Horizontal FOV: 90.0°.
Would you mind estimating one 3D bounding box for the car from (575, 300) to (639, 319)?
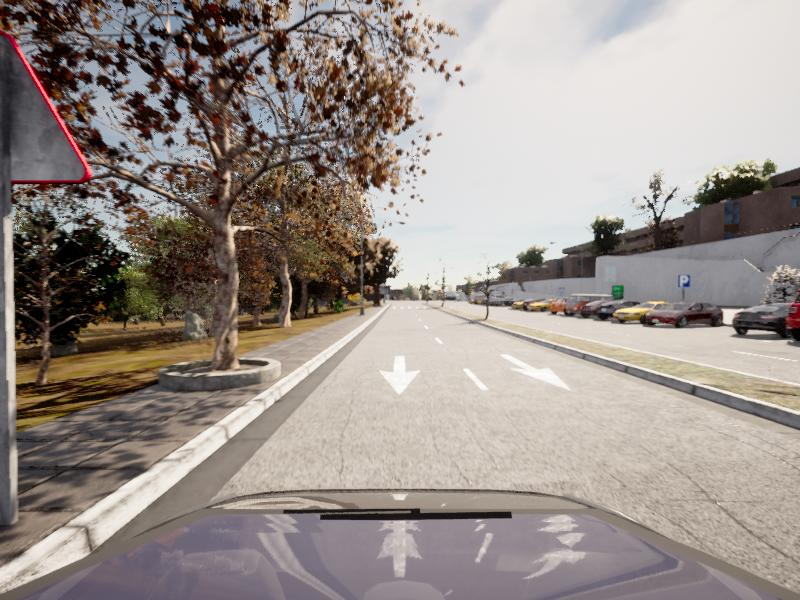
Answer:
[{"bbox_3d":[16.874,0.766,32.594,4.674,1.452,2.002,1,0,-20],"label":"car"}]

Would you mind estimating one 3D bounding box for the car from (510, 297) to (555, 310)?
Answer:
[{"bbox_3d":[16.720,0.473,50.428,5.366,1.575,1.946,0,1,-20],"label":"car"}]

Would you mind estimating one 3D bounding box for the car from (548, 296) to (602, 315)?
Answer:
[{"bbox_3d":[16.856,0.530,38.551,4.553,1.767,2.185,0,1,-20],"label":"car"}]

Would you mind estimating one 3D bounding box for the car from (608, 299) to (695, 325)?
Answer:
[{"bbox_3d":[16.702,0.773,26.552,5.366,1.575,1.946,1,1,-20],"label":"car"}]

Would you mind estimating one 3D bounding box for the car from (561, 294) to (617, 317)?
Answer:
[{"bbox_3d":[16.776,0.468,35.523,4.442,1.987,1.878,0,1,-20],"label":"car"}]

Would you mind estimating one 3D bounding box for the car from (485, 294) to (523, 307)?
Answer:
[{"bbox_3d":[16.934,0.038,65.415,5.566,2.045,2.435,1,0,-20],"label":"car"}]

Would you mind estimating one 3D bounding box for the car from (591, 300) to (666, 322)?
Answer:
[{"bbox_3d":[16.903,0.787,29.622,4.792,1.488,2.163,1,0,-20],"label":"car"}]

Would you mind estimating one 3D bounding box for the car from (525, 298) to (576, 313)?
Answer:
[{"bbox_3d":[16.714,0.565,44.462,5.366,1.575,1.946,0,1,-20],"label":"car"}]

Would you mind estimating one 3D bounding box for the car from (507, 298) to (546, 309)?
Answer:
[{"bbox_3d":[16.891,0.476,53.477,4.674,1.452,2.002,1,1,-20],"label":"car"}]

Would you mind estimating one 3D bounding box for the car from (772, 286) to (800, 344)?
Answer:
[{"bbox_3d":[16.895,0.577,14.696,5.566,2.045,2.435,1,0,-20],"label":"car"}]

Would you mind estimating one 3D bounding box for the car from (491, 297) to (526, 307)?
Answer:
[{"bbox_3d":[16.912,0.324,62.416,4.892,1.521,2.231,1,1,-20],"label":"car"}]

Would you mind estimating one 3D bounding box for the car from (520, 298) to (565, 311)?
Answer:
[{"bbox_3d":[16.917,0.553,47.524,4.792,1.488,2.163,0,1,-20],"label":"car"}]

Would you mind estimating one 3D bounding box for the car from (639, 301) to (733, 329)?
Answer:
[{"bbox_3d":[16.845,0.827,23.625,4.792,1.488,2.163,1,1,-20],"label":"car"}]

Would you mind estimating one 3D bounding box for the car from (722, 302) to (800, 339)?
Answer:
[{"bbox_3d":[16.864,0.860,17.668,4.674,1.452,2.002,1,0,-20],"label":"car"}]
